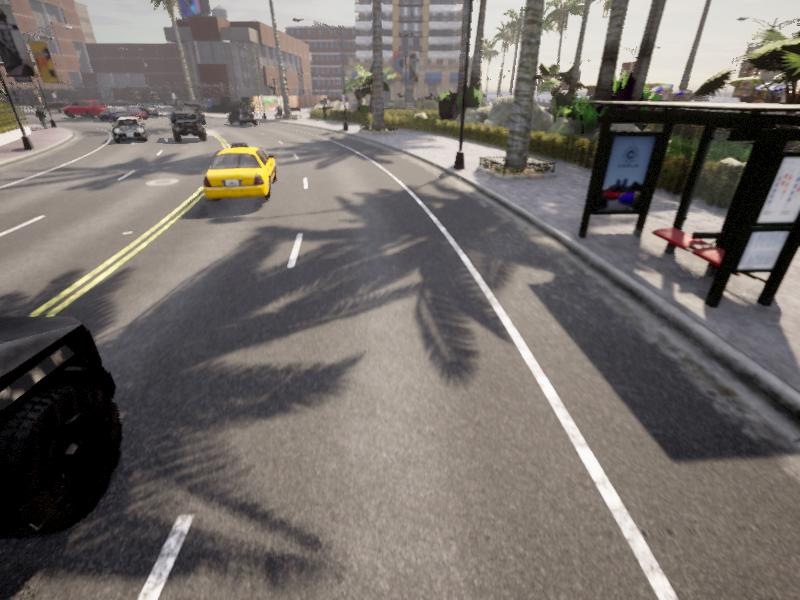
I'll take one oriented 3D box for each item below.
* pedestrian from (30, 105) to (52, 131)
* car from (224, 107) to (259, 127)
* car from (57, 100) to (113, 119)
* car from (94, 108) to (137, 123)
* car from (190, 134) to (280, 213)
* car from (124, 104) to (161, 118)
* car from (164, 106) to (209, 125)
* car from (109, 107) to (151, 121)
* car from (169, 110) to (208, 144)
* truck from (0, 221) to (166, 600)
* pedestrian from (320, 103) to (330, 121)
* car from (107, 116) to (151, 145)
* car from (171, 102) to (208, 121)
[{"bbox_3d":[-29.077,-14.752,32.424,0.751,1.860,0.751,-20,34,-34],"label":"pedestrian"},{"bbox_3d":[-16.339,-18.889,41.204,1.851,1.617,3.988,-21,34,-35],"label":"car"},{"bbox_3d":[-40.302,-24.449,51.259,5.566,2.045,2.150,7,28,12],"label":"car"},{"bbox_3d":[-31.993,-20.763,44.939,4.181,1.385,1.994,15,31,27],"label":"car"},{"bbox_3d":[-5.230,-4.461,13.436,1.801,1.575,5.366,-5,28,-11],"label":"car"},{"bbox_3d":[-33.903,-24.890,52.692,3.705,1.549,1.789,10,28,17],"label":"car"},{"bbox_3d":[-22.679,-19.637,42.513,4.611,1.667,2.242,21,34,35],"label":"car"},{"bbox_3d":[-32.869,-22.721,48.714,4.181,1.385,1.994,13,30,23],"label":"car"},{"bbox_3d":[-14.567,-11.941,27.475,1.905,1.878,3.866,-13,30,-24],"label":"car"},{"bbox_3d":[-3.570,1.745,0.886,2.390,2.098,6.274,0,27,-1],"label":"truck"},{"bbox_3d":[-8.521,-21.331,45.341,0.751,1.860,0.751,-17,32,-30],"label":"pedestrian"},{"bbox_3d":[-18.243,-11.531,27.099,1.970,1.475,3.806,-14,30,-25],"label":"car"},{"bbox_3d":[-25.421,-22.763,48.304,3.866,1.878,1.905,19,32,31],"label":"car"}]
